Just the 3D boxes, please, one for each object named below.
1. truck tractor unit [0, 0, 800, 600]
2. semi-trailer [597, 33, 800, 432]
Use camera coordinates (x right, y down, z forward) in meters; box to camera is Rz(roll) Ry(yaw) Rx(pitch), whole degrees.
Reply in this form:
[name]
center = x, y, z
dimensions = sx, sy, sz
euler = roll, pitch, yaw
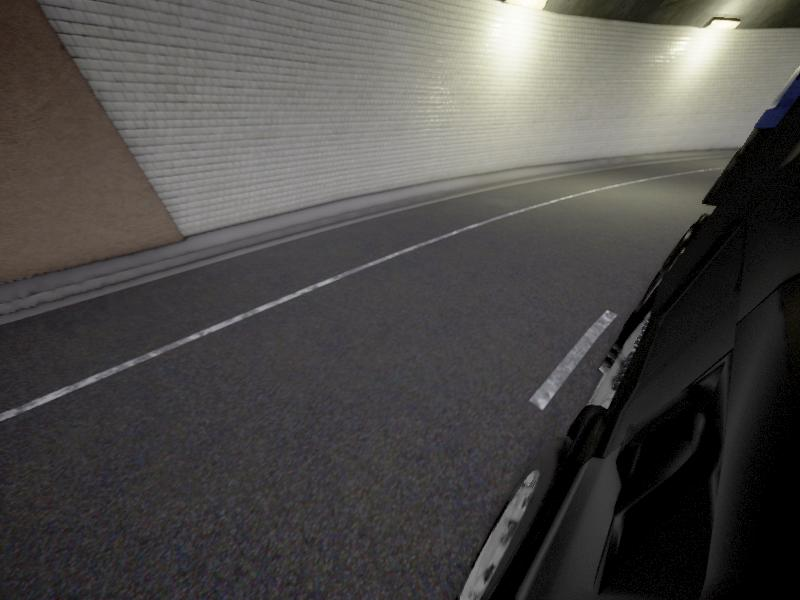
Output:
[truck tractor unit]
center = 2.645, -0.295, 0.351
dimensions = 6.516, 4.208, 3.053
euler = -28, 44, -30
[semi-trailer]
center = 8.752, -3.576, 4.163
dimensions = 14.254, 4.402, 2.717
euler = -28, 43, -29
